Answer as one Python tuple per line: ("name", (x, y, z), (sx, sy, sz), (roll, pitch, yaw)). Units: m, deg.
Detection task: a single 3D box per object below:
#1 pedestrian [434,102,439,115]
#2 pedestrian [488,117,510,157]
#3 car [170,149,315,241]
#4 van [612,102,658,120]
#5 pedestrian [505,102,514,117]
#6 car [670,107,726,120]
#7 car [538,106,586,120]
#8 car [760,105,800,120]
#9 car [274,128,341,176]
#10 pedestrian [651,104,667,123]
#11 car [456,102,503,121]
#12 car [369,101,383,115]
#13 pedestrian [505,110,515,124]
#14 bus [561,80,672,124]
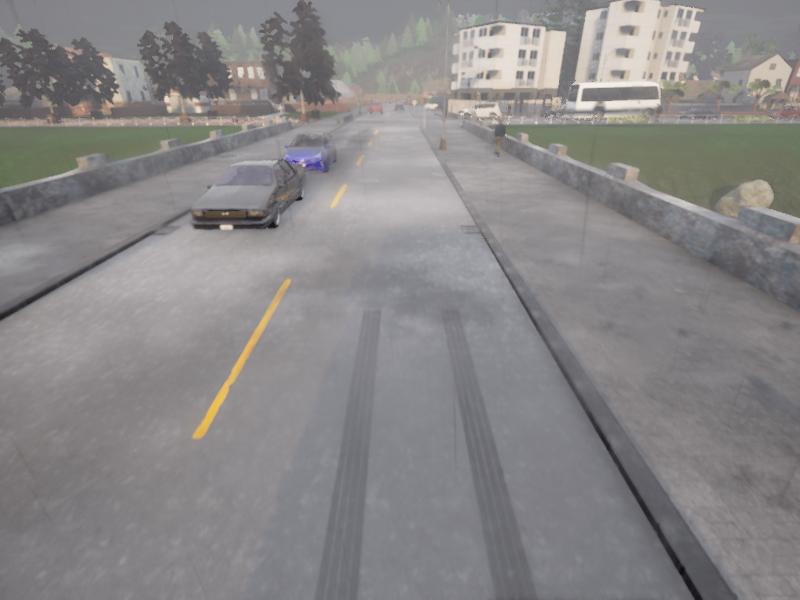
("pedestrian", (5.692, -29.751, 62.102), (0.751, 1.860, 0.751), (2, 27, 4))
("pedestrian", (5.088, -8.388, 20.582), (0.751, 1.860, 0.751), (0, 27, 0))
("car", (-4.006, -3.233, 11.420), (2.033, 1.411, 5.357), (0, 27, 0))
("van", (30.219, -24.313, 51.496), (4.442, 1.987, 1.775), (0, 27, 0))
("pedestrian", (15.449, -26.923, 56.525), (0.751, 1.860, 0.751), (-7, 28, -12))
("car", (38.389, -24.085, 51.620), (5.357, 1.411, 2.033), (0, 27, 0))
("car", (20.820, -24.127, 51.586), (5.238, 1.638, 1.930), (0, 27, 0))
("car", (49.426, -24.178, 51.580), (3.988, 1.617, 1.851), (0, 27, 0))
("car", (-4.026, -6.869, 18.347), (2.007, 1.525, 4.514), (0, 27, 0))
("pedestrian", (27.959, -20.139, 43.254), (0.751, 1.860, 0.751), (-6, 28, -11))
("car", (10.173, -24.275, 51.503), (5.566, 2.045, 2.150), (-1, 27, 0))
("car", (-4.093, -33.515, 69.603), (2.150, 2.045, 5.566), (0, 27, 0))
("pedestrian", (11.879, -19.821, 43.376), (0.751, 1.300, 0.751), (0, 27, 1))
("bus", (25.341, -23.519, 47.539), (10.273, 4.253, 3.944), (-1, 27, 1))
